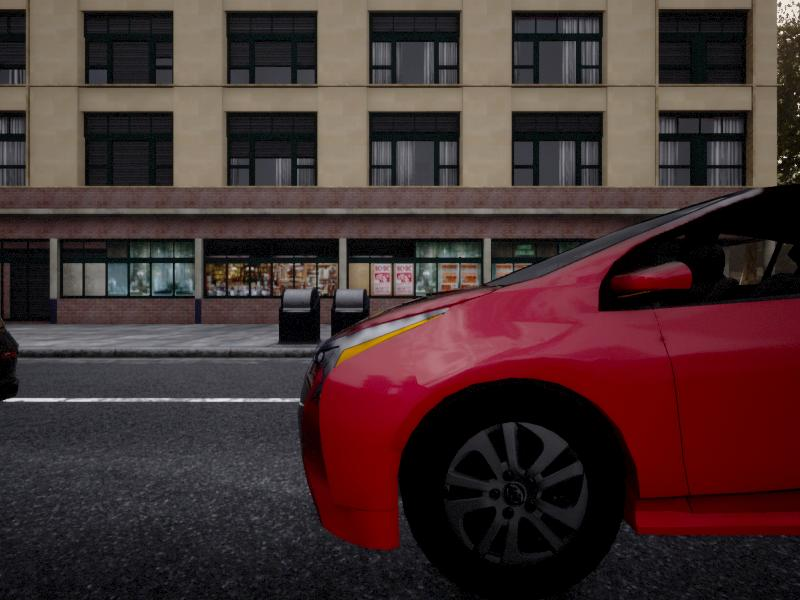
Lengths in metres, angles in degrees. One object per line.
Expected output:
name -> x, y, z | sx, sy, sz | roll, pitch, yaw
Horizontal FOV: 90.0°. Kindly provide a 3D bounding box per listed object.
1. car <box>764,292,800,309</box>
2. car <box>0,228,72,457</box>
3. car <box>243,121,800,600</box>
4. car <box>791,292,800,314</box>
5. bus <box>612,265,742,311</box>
car -> 42.436, 0.046, 43.539 | 3.866, 1.878, 1.905 | 0, 0, -1
car -> -4.859, 0.270, 2.172 | 4.674, 1.442, 1.812 | 0, 0, 0
car -> 1.791, 0.228, 2.195 | 4.514, 1.525, 2.007 | 0, 0, 0
car -> 29.894, 0.201, 26.977 | 1.801, 1.575, 5.366 | 0, 0, -1
bus -> 27.496, -1.128, 40.230 | 10.273, 4.253, 3.944 | -1, 0, 0
